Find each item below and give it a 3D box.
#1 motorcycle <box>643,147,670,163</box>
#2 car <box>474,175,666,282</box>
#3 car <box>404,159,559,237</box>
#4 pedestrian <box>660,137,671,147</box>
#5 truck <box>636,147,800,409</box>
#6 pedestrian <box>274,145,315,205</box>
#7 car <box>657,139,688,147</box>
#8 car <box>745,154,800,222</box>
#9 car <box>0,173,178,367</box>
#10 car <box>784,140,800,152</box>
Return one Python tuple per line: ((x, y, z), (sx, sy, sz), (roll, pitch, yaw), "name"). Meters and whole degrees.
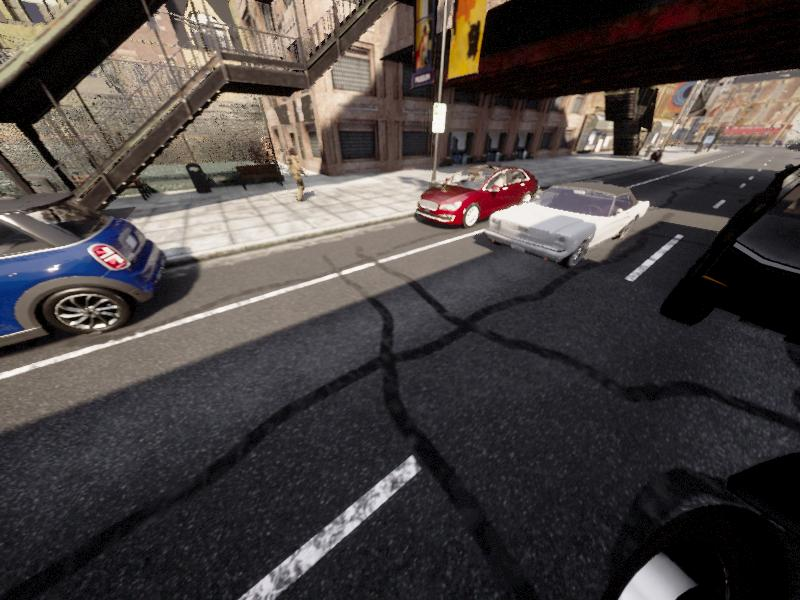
((25.058, -14.213, 22.592), (0.856, 1.236, 1.805), (14, 38, 20), "motorcycle")
((4.285, -2.101, 5.753), (4.718, 1.301, 1.895), (-22, 41, -28), "car")
((2.768, -3.699, 7.832), (4.892, 1.521, 2.231), (-23, 41, -29), "car")
((60.301, -35.801, 52.443), (0.751, 1.860, 0.751), (9, 36, 13), "pedestrian")
((6.539, -0.856, 3.316), (6.274, 2.098, 2.390), (-22, 40, -28), "truck")
((-3.947, -4.731, 8.765), (0.751, 1.860, 0.751), (-30, 44, -35), "pedestrian")
((74.030, -42.775, 62.836), (1.801, 1.575, 5.366), (-3, 35, -4), "car")
((14.673, -4.042, 8.130), (5.238, 1.638, 1.930), (-22, 40, -28), "car")
((-6.023, -0.185, 2.684), (4.553, 1.767, 2.185), (-23, 41, -29), "car")
((72.256, -27.469, 41.081), (2.242, 1.667, 4.611), (19, 39, 25), "car")
